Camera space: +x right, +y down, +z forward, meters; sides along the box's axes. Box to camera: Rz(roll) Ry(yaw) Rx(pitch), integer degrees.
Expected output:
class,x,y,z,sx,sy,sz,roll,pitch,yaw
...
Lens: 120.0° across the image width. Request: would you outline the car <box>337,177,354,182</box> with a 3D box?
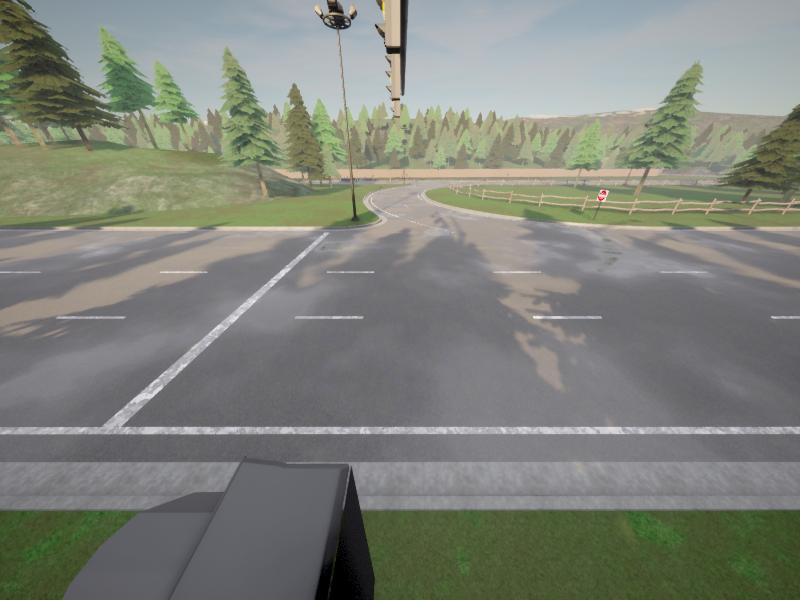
class,x,y,z,sx,sy,sz,roll,pitch,yaw
car,-16.483,-36.544,69.995,4.718,1.301,1.895,0,30,0
